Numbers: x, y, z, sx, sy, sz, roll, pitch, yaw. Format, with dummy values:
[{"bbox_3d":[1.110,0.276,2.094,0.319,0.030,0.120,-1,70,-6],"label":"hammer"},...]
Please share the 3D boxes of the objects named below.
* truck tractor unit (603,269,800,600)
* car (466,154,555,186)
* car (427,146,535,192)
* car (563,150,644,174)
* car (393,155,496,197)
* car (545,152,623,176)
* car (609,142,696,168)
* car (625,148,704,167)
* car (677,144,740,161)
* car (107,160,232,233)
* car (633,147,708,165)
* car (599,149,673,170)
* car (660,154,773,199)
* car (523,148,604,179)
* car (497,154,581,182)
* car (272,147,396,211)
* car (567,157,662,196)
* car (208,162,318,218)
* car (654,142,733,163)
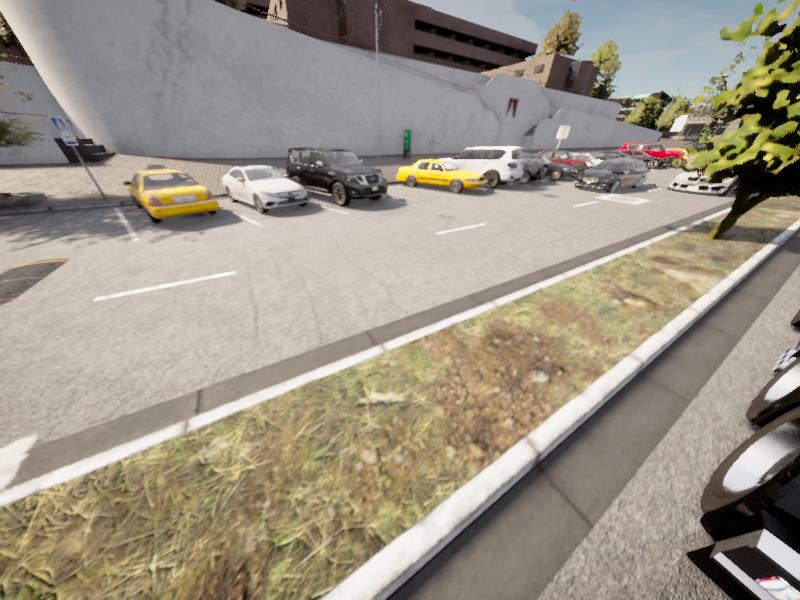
[{"bbox_3d":[5.121,-0.285,0.804,6.516,4.208,3.053,-17,38,-24],"label":"truck tractor unit"},{"bbox_3d":[7.327,-8.906,15.669,4.792,1.488,2.163,26,42,33],"label":"car"},{"bbox_3d":[4.713,-8.302,14.300,5.566,2.045,2.435,26,42,33],"label":"car"},{"bbox_3d":[17.822,-12.302,20.457,5.008,1.535,2.097,26,42,33],"label":"car"},{"bbox_3d":[2.259,-7.188,13.113,5.366,1.575,1.946,26,41,33],"label":"car"},{"bbox_3d":[15.203,-11.424,19.285,4.674,1.452,2.002,26,42,33],"label":"car"},{"bbox_3d":[25.689,-15.058,23.913,5.566,2.045,2.435,25,42,33],"label":"car"},{"bbox_3d":[28.424,-15.644,25.167,5.366,1.575,1.946,26,42,33],"label":"car"},{"bbox_3d":[41.376,-20.012,31.212,4.553,1.767,2.185,26,42,33],"label":"car"},{"bbox_3d":[-8.494,-4.028,8.418,5.366,1.575,1.946,26,42,33],"label":"car"},{"bbox_3d":[30.751,-16.622,26.569,5.366,1.575,1.946,26,42,33],"label":"car"},{"bbox_3d":[23.075,-13.976,22.867,4.792,1.488,2.163,25,42,33],"label":"car"},{"bbox_3d":[16.971,-6.772,12.445,4.611,1.667,2.242,-18,39,-24],"label":"car"},{"bbox_3d":[12.564,-10.724,18.004,4.553,1.767,2.185,26,42,33],"label":"car"},{"bbox_3d":[9.974,-9.730,16.878,4.674,1.452,2.002,26,42,33],"label":"car"},{"bbox_3d":[-3.088,-5.796,10.623,5.566,2.045,2.435,26,41,33],"label":"car"},{"bbox_3d":[12.135,-7.114,13.089,4.892,1.490,1.837,-18,39,-24],"label":"car"},{"bbox_3d":[-5.735,-4.748,9.576,4.674,1.452,2.002,26,41,33],"label":"car"},{"bbox_3d":[36.096,-18.456,28.753,5.566,2.045,2.435,26,42,33],"label":"car"}]
